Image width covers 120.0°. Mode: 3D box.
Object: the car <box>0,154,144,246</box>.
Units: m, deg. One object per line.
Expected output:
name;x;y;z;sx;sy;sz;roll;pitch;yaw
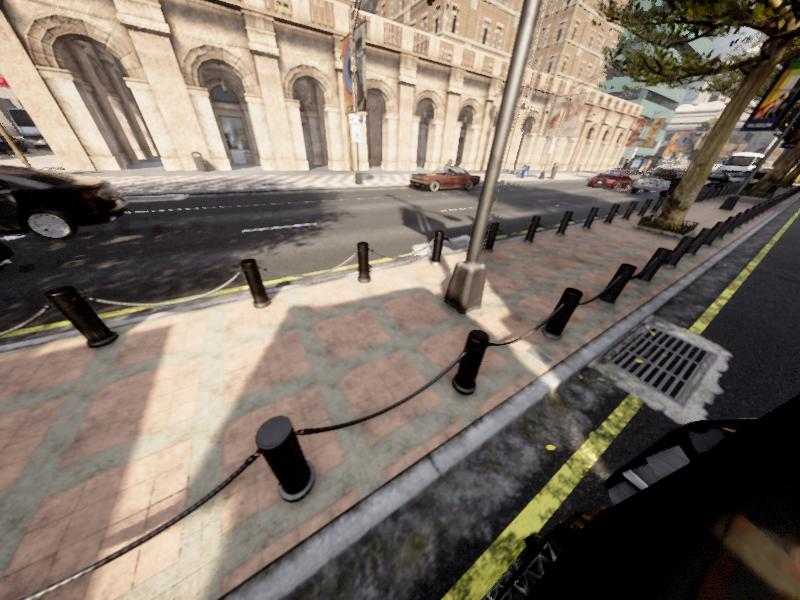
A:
car;-9.793;-2.169;4.987;5.238;1.638;1.930;-16;38;-27

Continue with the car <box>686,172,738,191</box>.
car;32.694;-12.496;24.205;4.902;1.511;2.128;-16;38;-27

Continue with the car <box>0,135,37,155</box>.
car;-37.725;-14.597;21.666;2.163;1.488;4.792;-16;38;-27

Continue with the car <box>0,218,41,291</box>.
car;-7.961;-0.405;2.569;3.633;1.501;1.845;-16;38;-27

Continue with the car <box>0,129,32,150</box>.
car;-45.394;-18.309;26.289;1.905;1.878;3.866;-16;38;-27

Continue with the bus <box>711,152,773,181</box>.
bus;64.883;-25.355;43.801;10.273;4.253;3.944;-17;38;-27

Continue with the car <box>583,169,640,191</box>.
car;18.356;-10.435;20.044;4.181;1.385;1.994;-17;38;-27

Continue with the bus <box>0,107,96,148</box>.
bus;-52.175;-25.722;34.813;3.944;4.253;10.273;-16;38;-27

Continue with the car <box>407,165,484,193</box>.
car;2.961;-7.927;15.049;4.718;1.301;1.895;-17;38;-27

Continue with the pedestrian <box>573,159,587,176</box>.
pedestrian;23.576;-17.417;30.272;0.751;1.860;0.751;24;39;28

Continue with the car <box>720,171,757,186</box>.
car;45.035;-16.158;30.737;3.633;1.501;1.845;-16;38;-27

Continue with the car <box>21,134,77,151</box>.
car;-42.486;-19.163;28.150;2.007;1.525;4.514;-16;38;-27

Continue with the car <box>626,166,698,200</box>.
car;19.213;-8.641;16.942;4.605;1.855;1.932;-16;38;-27

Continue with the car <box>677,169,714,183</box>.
car;40.852;-17.165;31.950;4.892;1.490;1.837;-17;38;-27

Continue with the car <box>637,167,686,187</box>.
car;28.993;-13.700;25.619;4.856;1.649;2.033;-17;38;-27

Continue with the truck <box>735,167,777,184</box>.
truck;56.448;-19.793;36.656;6.274;2.098;2.390;-16;38;-27
